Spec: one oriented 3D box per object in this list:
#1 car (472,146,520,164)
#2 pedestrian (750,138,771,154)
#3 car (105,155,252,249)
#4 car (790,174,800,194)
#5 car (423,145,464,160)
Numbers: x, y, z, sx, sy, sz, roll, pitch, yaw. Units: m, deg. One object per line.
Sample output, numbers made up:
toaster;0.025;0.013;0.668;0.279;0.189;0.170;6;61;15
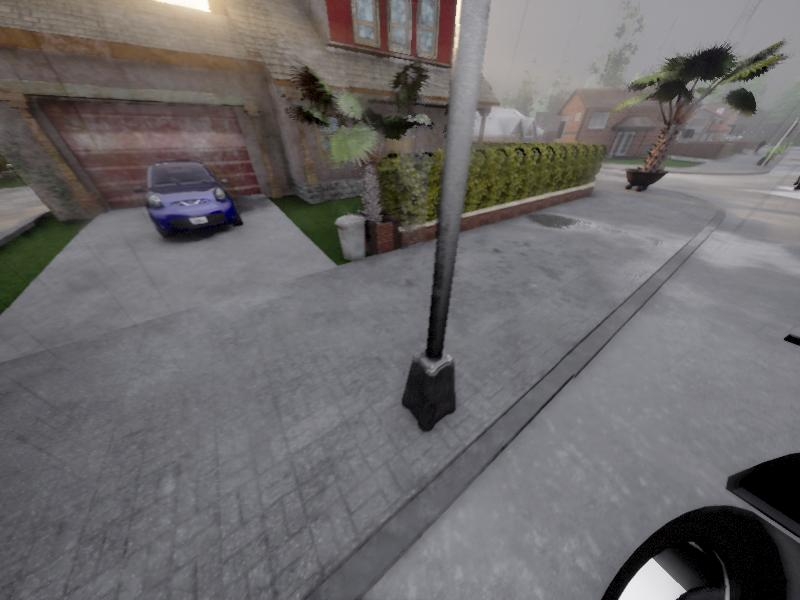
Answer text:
car;10.172;-15.589;24.794;1.994;1.385;4.181;-24;42;-30
pedestrian;49.708;-21.199;31.850;0.751;1.860;0.751;-23;41;-29
car;-5.617;-2.871;6.168;1.845;1.501;3.633;-24;42;-30
car;21.337;-6.194;11.149;5.238;1.638;1.930;-22;41;-28
car;5.579;-19.402;30.216;2.033;1.411;5.357;-22;41;-28
